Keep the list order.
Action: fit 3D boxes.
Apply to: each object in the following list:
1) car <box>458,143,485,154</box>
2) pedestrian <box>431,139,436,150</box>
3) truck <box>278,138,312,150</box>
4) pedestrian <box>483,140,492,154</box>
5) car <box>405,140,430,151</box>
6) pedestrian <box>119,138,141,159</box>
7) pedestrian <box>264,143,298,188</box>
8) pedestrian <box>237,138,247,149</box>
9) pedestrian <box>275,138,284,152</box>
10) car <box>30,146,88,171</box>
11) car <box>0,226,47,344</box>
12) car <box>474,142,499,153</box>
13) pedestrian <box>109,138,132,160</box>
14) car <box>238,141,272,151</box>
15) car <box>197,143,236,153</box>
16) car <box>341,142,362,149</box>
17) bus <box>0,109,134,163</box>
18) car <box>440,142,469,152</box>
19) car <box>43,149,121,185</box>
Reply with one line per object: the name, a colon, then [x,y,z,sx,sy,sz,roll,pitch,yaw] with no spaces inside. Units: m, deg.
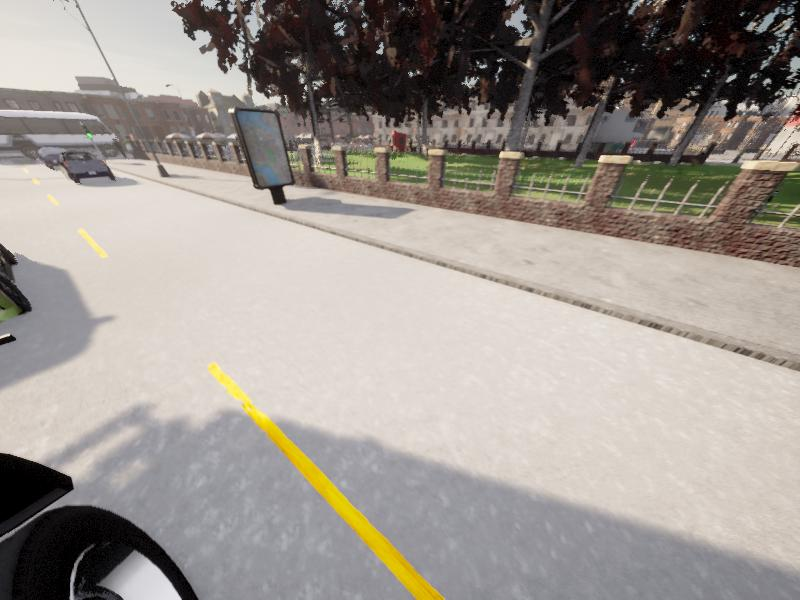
car: [12.653,-26.933,40.919,3.806,1.475,1.970,22,41,28]
pedestrian: [6.939,-32.006,47.682,0.751,1.860,0.751,-1,35,-2]
truck: [-22.429,-33.588,49.693,2.390,2.098,6.274,22,41,28]
pedestrian: [13.664,-23.840,35.988,0.751,1.860,0.751,27,43,32]
car: [3.396,-30.879,46.081,4.605,1.855,1.932,22,41,28]
pedestrian: [-28.758,-16.115,24.632,0.751,1.860,0.751,26,42,31]
pedestrian: [-5.894,-6.694,11.505,0.751,1.860,0.751,22,41,28]
pedestrian: [-31.874,-31.598,46.565,0.751,1.860,0.751,15,38,20]
pedestrian: [-20.477,-26.376,39.267,0.751,1.860,0.751,21,40,27]
car: [-28.022,-11.680,18.952,4.674,1.442,1.812,22,40,27]
car: [-7.459,-0.507,3.233,4.514,1.525,2.007,22,41,28]
car: [16.062,-28.388,42.967,3.633,1.501,1.845,22,41,28]
pedestrian: [-29.686,-16.062,24.548,0.751,1.860,0.751,21,40,27]
car: [-27.413,-29.341,43.910,1.882,1.535,5.008,22,41,28]
car: [-31.234,-26.078,39.459,1.895,1.301,4.718,22,41,28]
car: [-11.859,-37.954,56.716,4.514,1.525,2.007,-2,35,-3]
bus: [-37.937,-17.888,25.229,3.944,4.253,10.273,22,41,28]
car: [10.764,-30.528,45.967,4.902,1.511,2.128,22,41,28]
car: [-18.713,-7.910,13.621,3.633,1.501,1.845,22,41,28]
